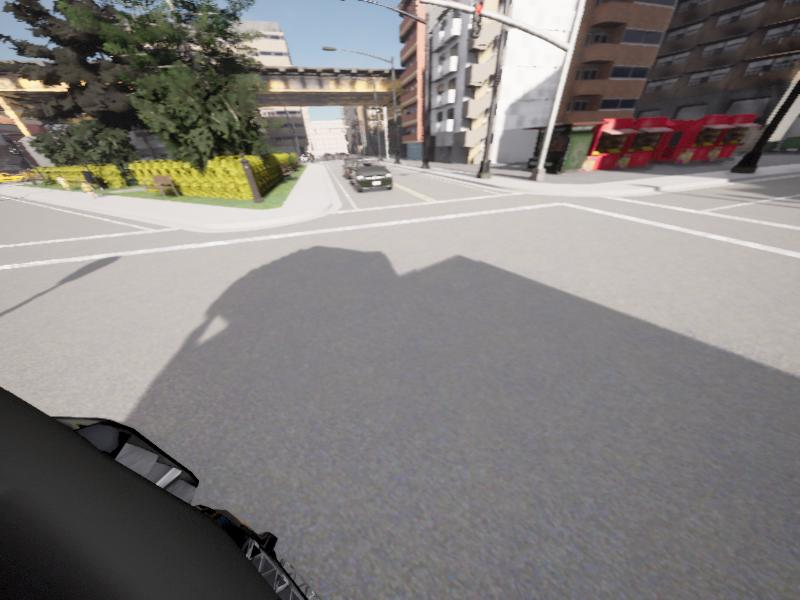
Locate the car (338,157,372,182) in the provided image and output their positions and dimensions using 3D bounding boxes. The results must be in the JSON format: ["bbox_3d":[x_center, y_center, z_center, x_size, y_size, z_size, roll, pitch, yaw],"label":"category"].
[{"bbox_3d":[-4.056,-11.637,20.416,2.163,1.488,4.792,-12,35,-13],"label":"car"}]

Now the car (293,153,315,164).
[{"bbox_3d":[-20.978,-31.237,50.885,3.866,1.878,1.905,-7,33,-6],"label":"car"}]

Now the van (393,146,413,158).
[{"bbox_3d":[0.731,-36.005,56.154,4.480,2.038,2.069,-12,35,-13],"label":"van"}]

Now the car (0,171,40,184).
[{"bbox_3d":[-64.029,-19.970,37.729,1.801,1.575,5.366,27,44,37],"label":"car"}]

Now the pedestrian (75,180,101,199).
[{"bbox_3d":[-20.751,-7.350,15.359,0.500,1.100,0.500,17,39,27],"label":"pedestrian"}]

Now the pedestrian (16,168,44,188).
[{"bbox_3d":[-41.320,-13.635,25.798,0.751,1.860,0.751,14,37,24],"label":"pedestrian"}]

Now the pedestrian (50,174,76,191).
[{"bbox_3d":[-30.335,-10.580,20.817,0.751,1.300,0.751,18,39,28],"label":"pedestrian"}]

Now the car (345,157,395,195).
[{"bbox_3d":[-2.055,-8.094,14.801,2.152,1.651,5.027,-11,34,-12],"label":"car"}]

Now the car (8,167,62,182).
[{"bbox_3d":[-64.643,-22.295,41.007,4.605,1.855,1.932,-12,35,-13],"label":"car"}]
